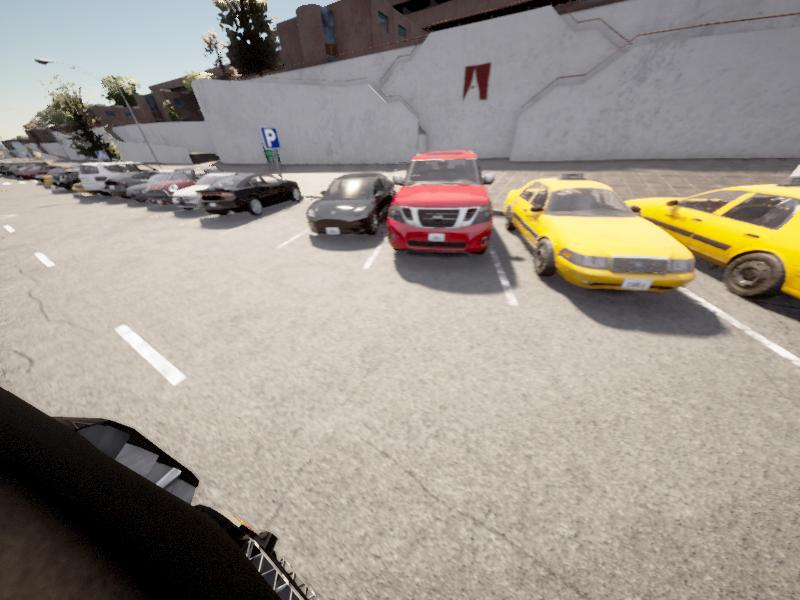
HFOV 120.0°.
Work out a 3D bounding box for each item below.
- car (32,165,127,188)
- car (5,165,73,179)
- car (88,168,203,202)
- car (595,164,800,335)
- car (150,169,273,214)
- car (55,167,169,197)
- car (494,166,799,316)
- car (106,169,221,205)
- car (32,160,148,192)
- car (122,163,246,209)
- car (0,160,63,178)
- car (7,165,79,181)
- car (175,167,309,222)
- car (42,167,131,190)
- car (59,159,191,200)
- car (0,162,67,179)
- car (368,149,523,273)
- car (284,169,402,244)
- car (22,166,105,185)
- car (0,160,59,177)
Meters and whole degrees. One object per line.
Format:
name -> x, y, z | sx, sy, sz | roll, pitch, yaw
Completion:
car -> -32.542, -12.776, 23.790 | 1.946, 1.575, 5.366 | 4, 34, 9
car -> -50.748, -18.134, 32.661 | 2.002, 1.452, 4.674 | 4, 34, 9
car -> -16.985, -8.035, 15.906 | 2.163, 1.488, 4.792 | 4, 34, 9
car -> 6.397, -1.400, 4.230 | 1.946, 1.575, 5.366 | 4, 33, 10
car -> -9.194, -5.749, 11.966 | 2.002, 1.452, 4.674 | 4, 33, 9
car -> -22.210, -9.472, 18.314 | 1.946, 1.575, 5.366 | 5, 34, 9
car -> 3.745, -1.950, 5.230 | 1.946, 1.575, 5.366 | 4, 33, 9
car -> -14.380, -7.249, 14.582 | 2.002, 1.452, 4.674 | 4, 34, 9
car -> -27.377, -11.304, 20.896 | 2.435, 2.045, 5.566 | 5, 34, 9
car -> -11.788, -6.654, 13.208 | 2.185, 1.767, 4.553 | 4, 33, 9
car -> -55.893, -19.983, 35.168 | 1.878, 1.987, 4.442 | 4, 34, 9
car -> -48.148, -17.343, 31.347 | 2.163, 1.488, 4.792 | 5, 34, 9
car -> -6.606, -5.031, 10.626 | 2.097, 1.535, 5.008 | 4, 33, 10
car -> -29.967, -11.861, 22.375 | 2.002, 1.452, 4.674 | 5, 34, 9
car -> -19.586, -9.029, 17.053 | 2.435, 2.045, 5.566 | 4, 34, 9
car -> -53.335, -19.038, 33.824 | 2.185, 1.767, 4.553 | 4, 34, 9
car -> 1.174, -2.991, 6.535 | 2.435, 2.045, 5.566 | 4, 33, 9
car -> -1.414, -3.503, 7.998 | 2.163, 1.488, 4.792 | 4, 33, 9
car -> -37.764, -14.202, 26.205 | 2.163, 1.488, 4.792 | 5, 34, 9
car -> -61.071, -21.486, 37.588 | 2.435, 2.045, 5.566 | 5, 34, 9
